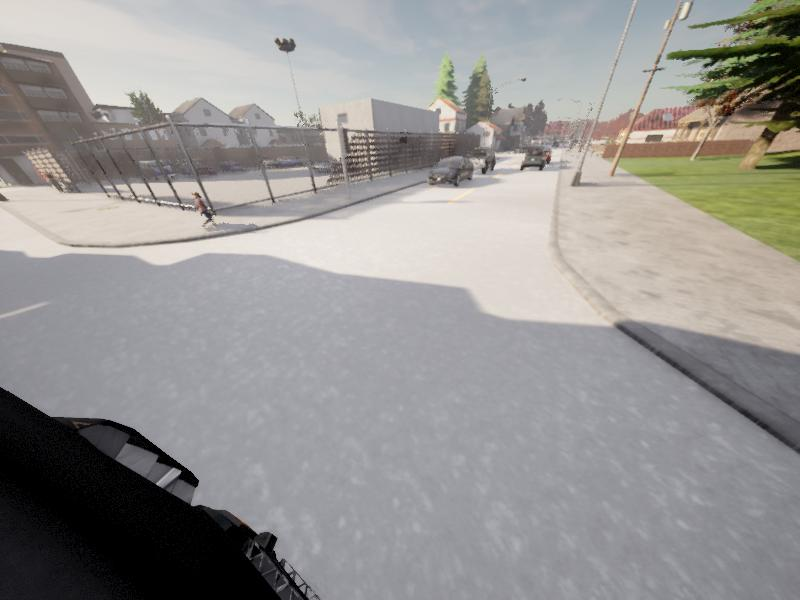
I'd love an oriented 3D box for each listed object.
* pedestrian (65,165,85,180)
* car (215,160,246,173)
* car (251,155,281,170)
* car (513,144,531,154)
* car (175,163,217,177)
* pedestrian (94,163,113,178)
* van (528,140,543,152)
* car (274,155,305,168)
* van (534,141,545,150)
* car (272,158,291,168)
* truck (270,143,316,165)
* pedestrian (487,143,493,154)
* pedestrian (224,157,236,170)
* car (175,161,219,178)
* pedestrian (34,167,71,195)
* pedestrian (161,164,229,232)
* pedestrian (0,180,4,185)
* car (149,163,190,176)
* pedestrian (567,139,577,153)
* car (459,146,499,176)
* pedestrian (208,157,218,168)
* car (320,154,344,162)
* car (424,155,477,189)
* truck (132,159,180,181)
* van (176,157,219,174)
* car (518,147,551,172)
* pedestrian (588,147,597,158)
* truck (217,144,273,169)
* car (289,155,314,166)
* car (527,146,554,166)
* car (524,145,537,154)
[{"bbox_3d":[-46.634,-18.276,33.138,0.751,1.860,0.751,13,37,22],"label":"pedestrian"},{"bbox_3d":[-24.772,-19.510,33.757,3.633,1.501,1.845,16,38,26],"label":"car"},{"bbox_3d":[-21.410,-21.958,36.884,3.866,1.878,1.905,16,38,26],"label":"car"},{"bbox_3d":[24.357,-30.107,46.113,3.705,1.549,1.789,-30,42,-35],"label":"car"},{"bbox_3d":[-26.761,-17.039,30.292,5.357,1.415,2.033,16,38,26],"label":"car"},{"bbox_3d":[-45.715,-19.973,35.626,0.751,1.860,0.751,9,35,17],"label":"pedestrian"},{"bbox_3d":[35.201,-40.038,59.866,2.351,2.431,6.366,16,38,26],"label":"van"},{"bbox_3d":[-19.034,-23.933,39.874,4.611,1.667,2.242,16,38,26],"label":"car"},{"bbox_3d":[41.364,-45.945,68.672,2.069,2.038,4.480,16,38,26],"label":"van"},{"bbox_3d":[-19.570,-22.641,38.153,2.207,1.379,1.481,16,38,26],"label":"car"},{"bbox_3d":[-23.559,-32.663,51.561,2.891,3.827,8.468,16,38,26],"label":"truck"},{"bbox_3d":[18.652,-31.436,48.043,0.751,1.860,0.751,13,37,23],"label":"pedestrian"},{"bbox_3d":[-28.467,-22.848,38.668,0.751,1.860,0.751,12,36,21],"label":"pedestrian"},{"bbox_3d":[-26.512,-17.171,30.343,1.789,1.547,3.705,16,38,26],"label":"car"},{"bbox_3d":[-28.008,-9.604,18.660,0.751,1.860,0.751,16,38,26],"label":"pedestrian"},{"bbox_3d":[-6.556,-3.296,7.498,0.751,1.860,0.751,15,37,25],"label":"pedestrian"},{"bbox_3d":[-53.963,-16.203,30.567,0.751,1.860,0.751,16,38,26],"label":"pedestrian"},{"bbox_3d":[-38.091,-21.662,38.288,1.994,1.385,4.181,16,38,26],"label":"car"},{"bbox_3d":[28.743,-25.731,38.668,0.751,1.860,0.751,23,42,34],"label":"pedestrian"},{"bbox_3d":[6.818,-11.969,19.795,1.932,1.855,4.605,16,38,26],"label":"car"},{"bbox_3d":[-38.344,-28.112,47.358,0.751,1.860,0.751,25,42,35],"label":"pedestrian"},{"bbox_3d":[-17.288,-36.138,58.781,5.366,1.575,1.801,-11,34,-13],"label":"car"},{"bbox_3d":[3.453,-8.554,15.247,1.837,1.490,4.892,16,38,26],"label":"car"},{"bbox_3d":[-28.904,-15.377,27.384,4.478,2.038,2.069,16,38,26],"label":"truck"},{"bbox_3d":[-33.350,-22.225,38.174,2.069,2.038,4.480,16,38,26],"label":"van"},{"bbox_3d":[11.842,-12.412,20.327,1.851,1.617,3.988,16,38,26],"label":"car"},{"bbox_3d":[23.261,-17.863,27.912,0.500,1.100,0.500,17,38,27],"label":"pedestrian"},{"bbox_3d":[-31.303,-29.439,47.288,2.891,3.827,8.468,16,38,26],"label":"truck"},{"bbox_3d":[-18.077,-25.630,42.484,4.193,1.474,1.816,16,38,26],"label":"car"},{"bbox_3d":[15.227,-15.566,24.901,2.007,1.525,4.514,15,37,25],"label":"car"},{"bbox_3d":[29.370,-33.861,51.854,1.816,1.474,4.193,16,38,26],"label":"car"}]
